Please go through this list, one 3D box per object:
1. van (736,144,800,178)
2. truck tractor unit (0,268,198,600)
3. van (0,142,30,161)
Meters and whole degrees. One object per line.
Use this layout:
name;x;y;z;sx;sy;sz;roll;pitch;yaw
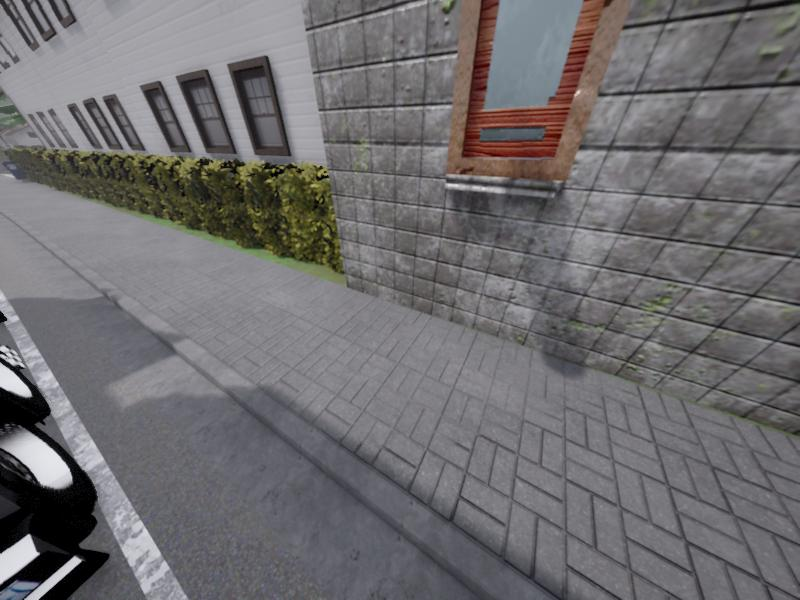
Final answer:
van;29.575;-10.843;17.866;2.069;2.038;4.480;18;38;24
truck tractor unit;-5.115;-0.298;0.768;6.516;4.208;3.053;18;39;24
van;-62.245;-22.276;34.733;2.351;2.431;6.366;18;39;25
